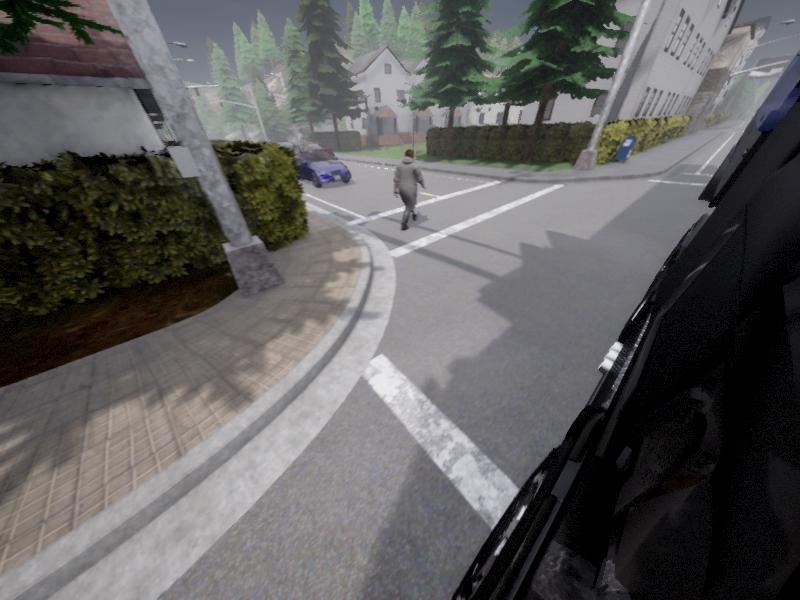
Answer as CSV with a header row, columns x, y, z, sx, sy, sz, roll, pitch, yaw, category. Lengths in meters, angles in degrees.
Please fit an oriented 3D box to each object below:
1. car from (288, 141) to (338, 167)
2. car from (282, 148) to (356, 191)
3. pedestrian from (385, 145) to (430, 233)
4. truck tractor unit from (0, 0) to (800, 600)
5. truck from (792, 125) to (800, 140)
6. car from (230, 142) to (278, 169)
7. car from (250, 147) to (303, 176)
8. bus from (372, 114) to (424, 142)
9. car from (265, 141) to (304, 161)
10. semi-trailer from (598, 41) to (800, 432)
x,y,z,sx,sy,sz,roll,pitch,yaw,category
-7.395,-12.371,19.468,1.882,1.535,5.008,-28,44,-30,car
-4.308,-6.953,12.078,1.816,1.474,4.193,-28,44,-30,car
0.221,-2.791,5.866,0.751,1.860,0.751,20,42,28,pedestrian
2.645,-0.295,0.351,6.516,4.208,3.053,-28,44,-30,truck tractor unit
36.550,-15.570,18.791,8.468,3.827,2.891,-28,44,-30,truck
-13.046,-12.994,20.581,2.152,1.651,5.027,-28,44,-30,car
-8.965,-10.121,16.695,1.994,1.385,4.181,-27,43,-29,car
-0.253,-35.650,47.881,10.273,4.253,3.944,-28,43,-29,bus
-12.122,-15.624,24.113,1.882,1.535,5.008,-28,44,-30,car
8.669,-3.675,4.183,14.254,4.402,2.717,-29,44,-29,semi-trailer
